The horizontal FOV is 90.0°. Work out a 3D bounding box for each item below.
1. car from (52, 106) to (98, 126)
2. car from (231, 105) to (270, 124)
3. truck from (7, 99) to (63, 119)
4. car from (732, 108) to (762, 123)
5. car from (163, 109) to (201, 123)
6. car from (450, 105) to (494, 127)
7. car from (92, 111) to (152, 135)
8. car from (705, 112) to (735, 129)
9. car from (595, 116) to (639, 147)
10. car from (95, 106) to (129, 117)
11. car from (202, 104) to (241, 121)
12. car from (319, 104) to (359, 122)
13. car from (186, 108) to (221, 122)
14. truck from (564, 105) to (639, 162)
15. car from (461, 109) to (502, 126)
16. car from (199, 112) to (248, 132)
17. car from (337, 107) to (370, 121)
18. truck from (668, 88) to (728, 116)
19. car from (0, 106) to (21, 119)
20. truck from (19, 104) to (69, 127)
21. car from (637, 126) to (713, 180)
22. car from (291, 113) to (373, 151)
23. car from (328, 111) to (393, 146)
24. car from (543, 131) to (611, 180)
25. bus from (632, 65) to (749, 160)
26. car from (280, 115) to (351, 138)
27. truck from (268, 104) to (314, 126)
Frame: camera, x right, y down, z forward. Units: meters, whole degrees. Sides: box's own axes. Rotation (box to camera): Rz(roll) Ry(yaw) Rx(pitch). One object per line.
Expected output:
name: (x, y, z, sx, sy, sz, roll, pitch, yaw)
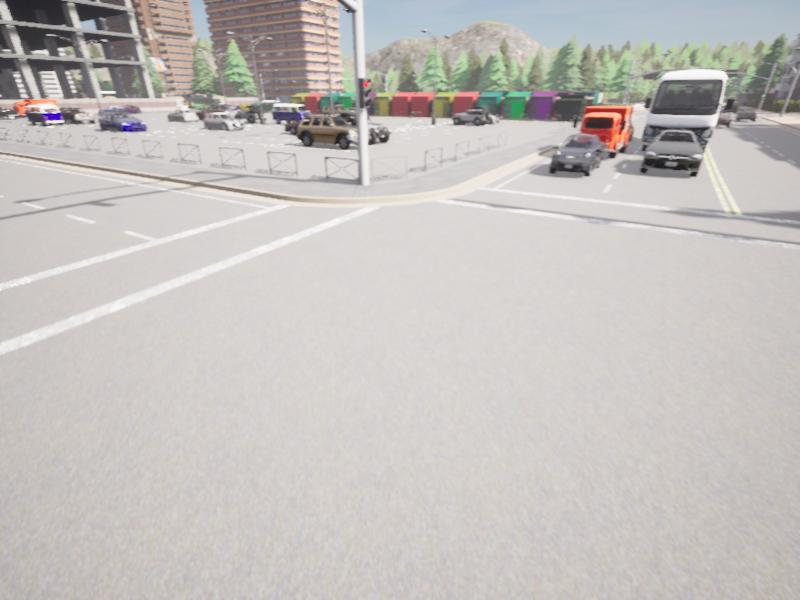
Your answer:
car: (-36.090, -20.538, 44.459, 4.605, 1.855, 1.932, 15, 31, 27)
car: (-17.235, -21.481, 46.232, 3.866, 1.878, 1.905, 15, 31, 27)
truck: (-55.206, -29.047, 60.707, 2.627, 2.467, 5.204, 15, 31, 27)
car: (43.614, -23.284, 50.364, 2.033, 1.411, 5.357, 16, 31, 29)
car: (-26.179, -22.156, 48.109, 3.806, 1.475, 1.970, 15, 31, 27)
car: (7.455, -19.153, 41.594, 3.866, 1.878, 1.905, 15, 31, 27)
car: (-24.607, -15.734, 35.412, 4.611, 1.667, 2.242, 15, 31, 27)
car: (33.332, -18.812, 41.801, 1.895, 1.301, 4.718, 16, 31, 29)
car: (15.322, -11.933, 28.136, 1.801, 1.575, 5.366, 16, 31, 29)
car: (-47.656, -31.271, 66.202, 1.970, 1.475, 3.806, 15, 31, 27)
car: (-23.354, -24.569, 52.277, 4.605, 1.855, 1.932, 15, 31, 27)
car: (-7.582, -23.233, 49.608, 4.605, 1.855, 1.932, 15, 31, 27)
car: (-24.690, -23.319, 50.303, 3.905, 1.438, 1.784, 15, 31, 27)
truck: (11.337, -9.453, 22.337, 2.627, 2.467, 5.204, 16, 31, 28)
car: (8.953, -20.073, 43.907, 3.806, 1.475, 1.970, 15, 31, 27)
car: (-16.194, -16.374, 36.787, 3.806, 1.475, 1.970, 15, 31, 27)
car: (-6.037, -24.166, 51.884, 3.905, 1.438, 1.784, 15, 31, 27)
truck: (47.715, -31.941, 64.583, 2.891, 3.827, 8.468, 0, 27, 1)
car: (-55.341, -25.488, 54.535, 1.837, 1.490, 4.892, 15, 31, 27)
truck: (-37.519, -19.471, 42.175, 4.478, 2.038, 2.069, 15, 31, 27)
car: (12.248, -6.741, 17.970, 2.152, 1.651, 5.027, 15, 31, 27)
car: (-4.141, -10.334, 24.423, 4.605, 1.855, 1.932, 15, 31, 27)
car: (-2.606, -11.453, 26.607, 3.866, 1.878, 1.905, 15, 31, 27)
car: (7.754, -6.396, 17.415, 1.845, 1.501, 3.633, 16, 31, 28)
bus: (17.610, -11.688, 24.720, 3.944, 4.253, 10.273, 16, 31, 29)
car: (-6.732, -13.813, 31.738, 5.357, 1.415, 2.033, 15, 31, 27)
truck: (-11.759, -20.083, 43.270, 4.478, 2.038, 2.069, 15, 31, 27)
